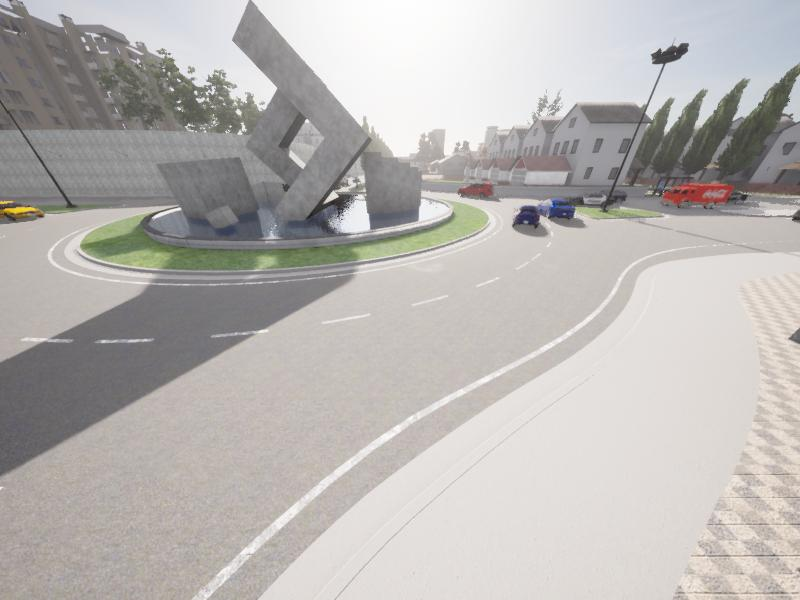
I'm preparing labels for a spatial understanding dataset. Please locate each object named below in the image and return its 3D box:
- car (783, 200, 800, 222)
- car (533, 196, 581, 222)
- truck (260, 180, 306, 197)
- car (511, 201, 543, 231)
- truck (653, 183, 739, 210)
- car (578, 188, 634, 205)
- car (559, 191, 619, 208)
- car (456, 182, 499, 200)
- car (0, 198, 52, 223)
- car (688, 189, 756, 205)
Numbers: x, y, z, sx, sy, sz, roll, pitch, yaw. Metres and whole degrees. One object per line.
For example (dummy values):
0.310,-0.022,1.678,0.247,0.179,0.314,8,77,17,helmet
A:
36.787,-7.371,19.406,4.611,1.667,2.242,-1,30,-1,car
14.577,-8.720,21.877,1.882,1.535,5.008,5,30,9,car
-19.479,-18.748,38.684,6.274,2.098,2.390,-17,33,-26,truck
10.365,-7.065,19.104,1.812,1.442,4.674,12,32,20,car
33.304,-11.785,26.278,5.204,2.467,2.627,2,30,1,truck
26.674,-13.526,30.112,4.856,1.649,2.033,4,30,7,car
22.580,-12.134,27.796,4.974,1.542,2.038,6,31,11,car
11.741,-16.871,35.486,5.566,2.045,2.150,25,39,36,car
-34.876,-8.079,20.724,5.366,1.575,1.801,7,31,13,car
40.878,-13.147,29.442,5.238,1.638,1.930,-1,30,0,car
